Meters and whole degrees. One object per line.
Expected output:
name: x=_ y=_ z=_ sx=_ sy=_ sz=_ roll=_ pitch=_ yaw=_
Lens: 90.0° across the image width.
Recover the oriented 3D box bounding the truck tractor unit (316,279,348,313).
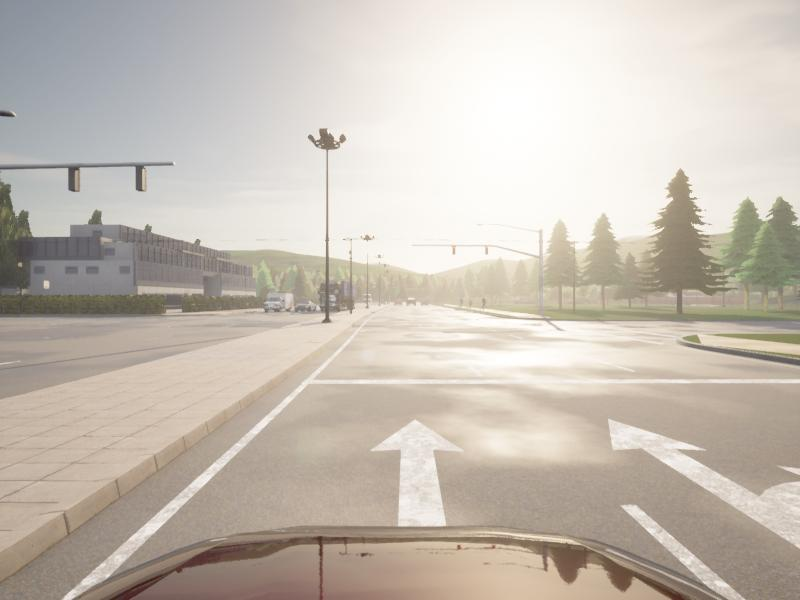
truck tractor unit: x=-8.816 y=-0.551 z=52.908 sx=3.053 sy=4.208 sz=6.516 roll=0 pitch=0 yaw=1

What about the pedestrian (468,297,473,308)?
pedestrian: x=12.041 y=0.431 z=68.154 sx=0.751 sy=1.860 sz=0.751 roll=0 pitch=0 yaw=2

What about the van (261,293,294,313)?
van: x=-15.819 y=0.337 z=52.169 sx=2.351 sy=2.431 sz=6.366 roll=0 pitch=0 yaw=0

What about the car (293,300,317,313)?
car: x=-12.317 y=0.785 z=52.194 sx=2.038 sy=1.542 sz=4.974 roll=0 pitch=0 yaw=0

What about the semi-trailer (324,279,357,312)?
semi-trailer: x=-8.743 y=-0.666 z=60.826 sx=2.717 sy=4.402 sz=14.254 roll=0 pitch=0 yaw=1
